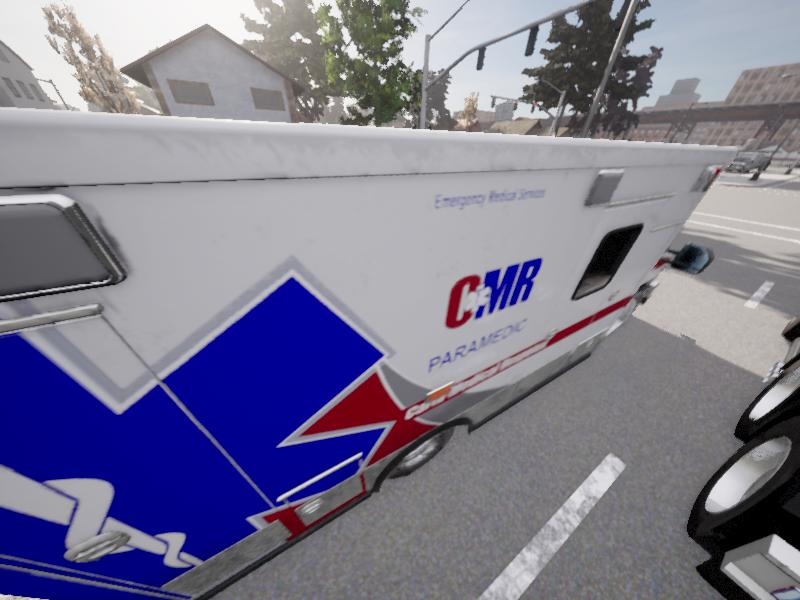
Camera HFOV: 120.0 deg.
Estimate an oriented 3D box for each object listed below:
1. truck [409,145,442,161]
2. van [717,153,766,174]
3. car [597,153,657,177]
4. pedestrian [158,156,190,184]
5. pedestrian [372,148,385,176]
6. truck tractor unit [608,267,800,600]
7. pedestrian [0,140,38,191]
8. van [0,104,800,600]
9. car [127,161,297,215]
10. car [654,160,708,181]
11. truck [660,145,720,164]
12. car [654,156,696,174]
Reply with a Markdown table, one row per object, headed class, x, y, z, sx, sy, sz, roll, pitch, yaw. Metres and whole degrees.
| class | x | y | z | sx | sy | sz | roll | pitch | yaw |
| --- | --- | --- | --- | --- | --- | --- | --- | --- | --- |
| truck | 4.218 | -25.670 | 40.299 | 2.390 | 2.098 | 6.274 | -17 | 38 | -25 |
| van | 50.465 | -20.251 | 34.168 | 6.366 | 2.431 | 2.351 | -17 | 38 | -25 |
| car | 24.890 | -14.834 | 25.377 | 5.566 | 2.045 | 2.150 | -15 | 38 | -23 |
| pedestrian | -12.682 | -7.344 | 13.001 | 0.751 | 1.300 | 0.751 | -18 | 39 | -26 |
| pedestrian | -1.670 | -10.811 | 18.101 | 0.751 | 1.860 | 0.751 | -13 | 37 | -21 |
| truck tractor unit | 5.157 | -0.224 | 0.938 | 6.516 | 4.208 | 3.053 | -14 | 34 | -27 |
| pedestrian | -17.527 | -5.906 | 10.169 | 0.751 | 1.860 | 0.751 | -20 | 40 | -28 |
| van | 0.893 | -0.363 | 2.682 | 6.366 | 2.431 | 2.351 | -16 | 38 | -24 |
| car | -7.328 | -4.912 | 9.786 | 4.974 | 1.542 | 2.038 | -16 | 38 | -25 |
| car | 29.507 | -13.669 | 24.253 | 4.856 | 1.649 | 2.033 | -16 | 38 | -25 |
| truck | 75.162 | -38.056 | 60.207 | 2.891 | 3.827 | 8.468 | -16 | 38 | -25 |
| car | 37.088 | -18.309 | 31.188 | 4.605 | 1.855 | 1.932 | -17 | 38 | -25 |
